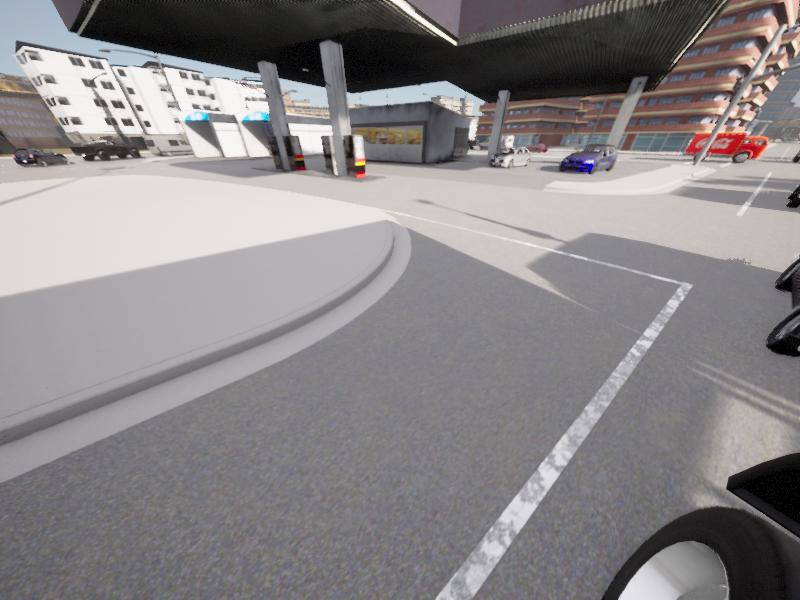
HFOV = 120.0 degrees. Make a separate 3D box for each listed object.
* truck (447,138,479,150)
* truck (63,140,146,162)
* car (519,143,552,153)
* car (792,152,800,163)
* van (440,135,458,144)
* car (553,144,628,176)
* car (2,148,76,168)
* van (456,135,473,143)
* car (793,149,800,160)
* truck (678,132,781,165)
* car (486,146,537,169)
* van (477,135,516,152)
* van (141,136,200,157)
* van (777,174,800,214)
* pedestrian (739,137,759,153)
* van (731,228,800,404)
[{"bbox_3d":[13.325,-33.481,49.495,2.390,2.098,6.274,-23,41,-29],"label":"truck"},{"bbox_3d":[-36.709,-18.864,29.130,2.390,2.098,6.274,0,35,0],"label":"truck"},{"bbox_3d":[22.817,-25.787,39.141,1.994,1.385,4.181,-23,41,-28],"label":"car"},{"bbox_3d":[40.839,-14.498,22.546,4.605,1.855,1.932,-22,41,-28],"label":"car"},{"bbox_3d":[17.880,-58.431,84.049,6.366,2.431,2.351,-23,41,-27],"label":"van"},{"bbox_3d":[13.580,-10.106,16.494,4.611,1.667,2.242,-22,41,-28],"label":"car"},{"bbox_3d":[-36.116,-14.420,23.313,1.845,1.501,3.633,-8,36,-10],"label":"car"},{"bbox_3d":[24.621,-61.317,87.839,6.366,2.431,2.351,-23,41,-27],"label":"van"},{"bbox_3d":[46.737,-16.935,25.959,4.605,1.855,1.932,-22,41,-28],"label":"car"},{"bbox_3d":[32.778,-15.389,23.327,2.627,2.467,5.204,-27,44,-32],"label":"truck"},{"bbox_3d":[9.629,-12.403,20.062,3.806,1.475,1.970,-22,41,-28],"label":"car"},{"bbox_3d":[18.212,-29.811,43.966,2.351,2.431,6.366,-23,41,-29],"label":"van"},{"bbox_3d":[-35.132,-23.794,35.730,1.988,2.561,5.915,9,36,13],"label":"van"},{"bbox_3d":[16.134,-4.350,8.195,4.480,2.038,2.069,-22,41,-28],"label":"van"},{"bbox_3d":[49.317,-21.868,32.649,0.751,1.860,0.751,-22,41,-28],"label":"pedestrian"},{"bbox_3d":[6.225,-0.240,2.450,4.480,2.038,2.069,-22,41,-29],"label":"van"}]
